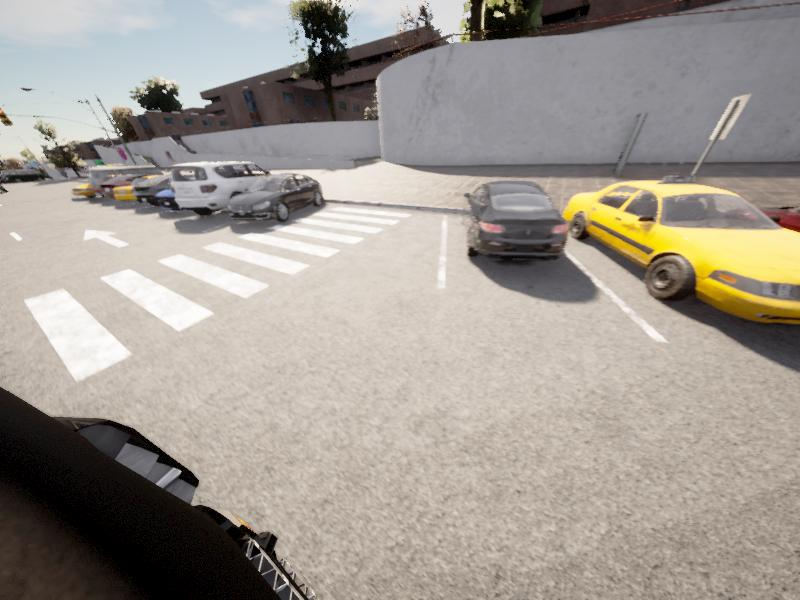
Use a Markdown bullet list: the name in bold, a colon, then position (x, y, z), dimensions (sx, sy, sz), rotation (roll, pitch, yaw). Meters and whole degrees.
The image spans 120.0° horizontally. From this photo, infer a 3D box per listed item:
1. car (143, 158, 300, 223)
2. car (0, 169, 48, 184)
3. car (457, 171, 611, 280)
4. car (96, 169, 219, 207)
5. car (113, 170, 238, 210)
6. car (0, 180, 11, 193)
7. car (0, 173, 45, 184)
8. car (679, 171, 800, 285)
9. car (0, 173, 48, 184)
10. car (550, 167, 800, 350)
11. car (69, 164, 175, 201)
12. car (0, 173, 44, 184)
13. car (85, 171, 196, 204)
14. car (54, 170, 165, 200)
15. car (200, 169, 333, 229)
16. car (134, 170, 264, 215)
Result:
- **car**: position (-7.678, -5.483, 11.077), dimensions (2.435, 2.045, 5.566), rotation (4, 33, 10)
- **car**: position (-68.396, -22.397, 41.808), dimensions (1.878, 1.987, 4.442), rotation (3, 32, 10)
- **car**: position (2.648, -2.300, 5.984), dimensions (2.002, 1.452, 4.674), rotation (4, 33, 10)
- **car**: position (-15.377, -7.527, 15.270), dimensions (1.946, 1.575, 5.366), rotation (3, 33, 10)
- **car**: position (-12.831, -6.699, 13.803), dimensions (2.231, 1.521, 4.892), rotation (3, 33, 10)
- **car**: position (-45.197, -12.567, 25.337), dimensions (3.633, 1.501, 1.845), rotation (15, 38, 26)
- **car**: position (-73.505, -23.556, 44.745), dimensions (2.002, 1.452, 4.674), rotation (3, 32, 10)
- **car**: position (7.814, -0.855, 3.401), dimensions (2.163, 1.488, 4.792), rotation (4, 33, 10)
- **car**: position (-70.940, -22.893, 43.393), dimensions (2.002, 1.452, 4.674), rotation (2, 32, 10)
- **car**: position (5.200, -1.504, 4.506), dimensions (1.946, 1.575, 5.366), rotation (4, 33, 9)
- **car**: position (-20.592, -8.994, 17.524), dimensions (1.878, 1.987, 4.442), rotation (4, 33, 10)
- **car**: position (-76.112, -24.154, 45.914), dimensions (1.946, 1.575, 5.366), rotation (3, 32, 10)
- **car**: position (-17.984, -8.137, 16.471), dimensions (2.163, 1.488, 4.792), rotation (3, 33, 10)
- **car**: position (-23.175, -9.490, 18.900), dimensions (1.946, 1.575, 5.366), rotation (4, 33, 9)
- **car**: position (-5.080, -4.531, 9.886), dimensions (2.231, 1.521, 4.892), rotation (4, 33, 9)
- **car**: position (-10.243, -5.982, 12.500), dimensions (2.097, 1.535, 5.008), rotation (4, 33, 9)
